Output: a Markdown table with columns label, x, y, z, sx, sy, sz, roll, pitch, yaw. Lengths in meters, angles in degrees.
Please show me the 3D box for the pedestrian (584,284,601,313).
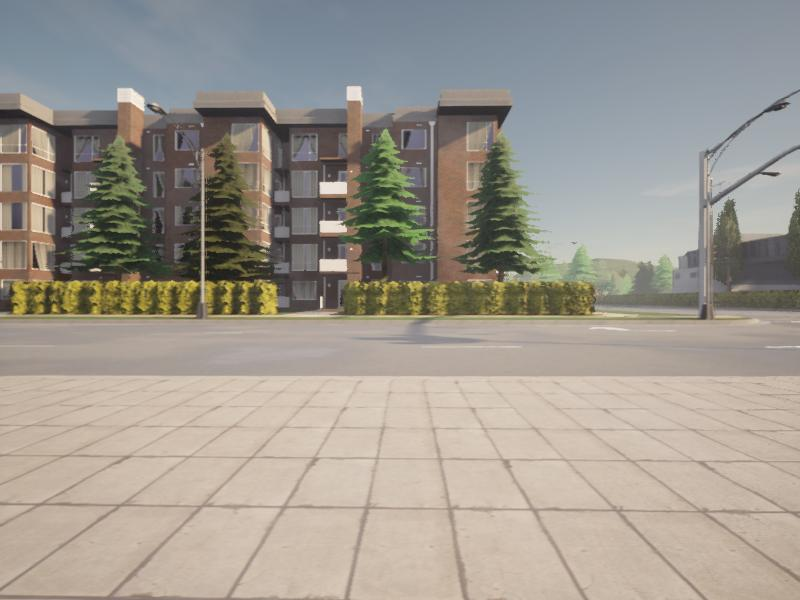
| label | x | y | z | sx | sy | sz | roll | pitch | yaw |
| --- | --- | --- | --- | --- | --- | --- | --- | --- | --- |
| pedestrian | 12.231 | -0.097 | 25.405 | 0.751 | 1.860 | 0.751 | 0 | 0 | 1 |
